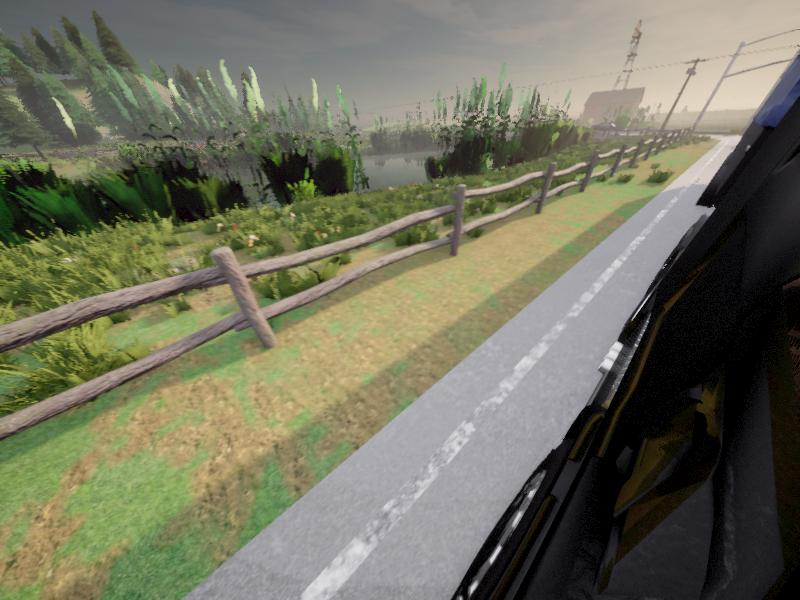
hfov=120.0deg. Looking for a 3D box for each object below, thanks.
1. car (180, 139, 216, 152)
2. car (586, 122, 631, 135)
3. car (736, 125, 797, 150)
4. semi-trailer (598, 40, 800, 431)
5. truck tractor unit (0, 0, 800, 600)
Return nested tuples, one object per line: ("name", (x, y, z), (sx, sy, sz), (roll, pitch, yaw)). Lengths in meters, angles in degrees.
("car", (-37.333, -28.672, 42.789), (4.553, 1.767, 2.097), (-29, 44, -31))
("car", (31.990, -26.455, 35.658), (1.812, 1.442, 4.674), (-26, 45, -28))
("car", (28.705, -12.846, 18.201), (4.181, 1.385, 1.994), (-28, 43, -30))
("semi-trailer", (8.706, -3.571, 4.259), (14.254, 4.402, 2.717), (-28, 44, -30))
("truck tractor unit", (2.645, -0.295, 0.351), (6.516, 4.208, 3.053), (-28, 44, -30))
